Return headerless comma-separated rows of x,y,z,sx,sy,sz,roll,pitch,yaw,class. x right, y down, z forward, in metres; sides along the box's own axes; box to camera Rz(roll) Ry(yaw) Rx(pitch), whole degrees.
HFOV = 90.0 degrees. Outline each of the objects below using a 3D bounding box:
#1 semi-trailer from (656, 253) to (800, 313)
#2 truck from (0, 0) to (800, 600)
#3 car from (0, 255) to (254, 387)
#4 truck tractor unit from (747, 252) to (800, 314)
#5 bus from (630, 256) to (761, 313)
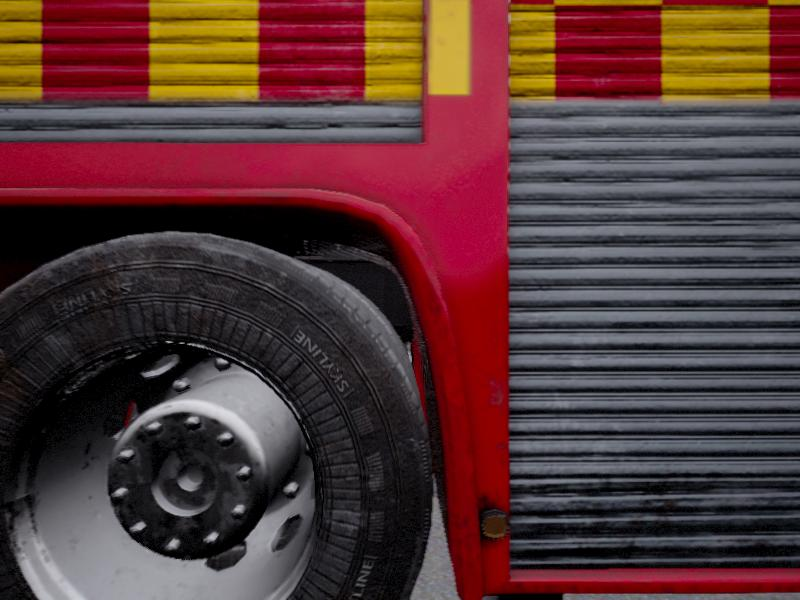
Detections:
28.956,-1.248,36.196,2.717,4.402,14.254,0,0,1,semi-trailer
-2.929,-0.918,2.183,8.468,3.827,2.891,0,0,0,truck
-4.903,0.242,5.669,4.902,1.511,2.128,0,0,0,car
28.777,-1.150,28.288,3.053,4.208,6.516,0,0,3,truck tractor unit
25.049,-1.156,35.044,3.944,4.253,10.273,0,0,0,bus
